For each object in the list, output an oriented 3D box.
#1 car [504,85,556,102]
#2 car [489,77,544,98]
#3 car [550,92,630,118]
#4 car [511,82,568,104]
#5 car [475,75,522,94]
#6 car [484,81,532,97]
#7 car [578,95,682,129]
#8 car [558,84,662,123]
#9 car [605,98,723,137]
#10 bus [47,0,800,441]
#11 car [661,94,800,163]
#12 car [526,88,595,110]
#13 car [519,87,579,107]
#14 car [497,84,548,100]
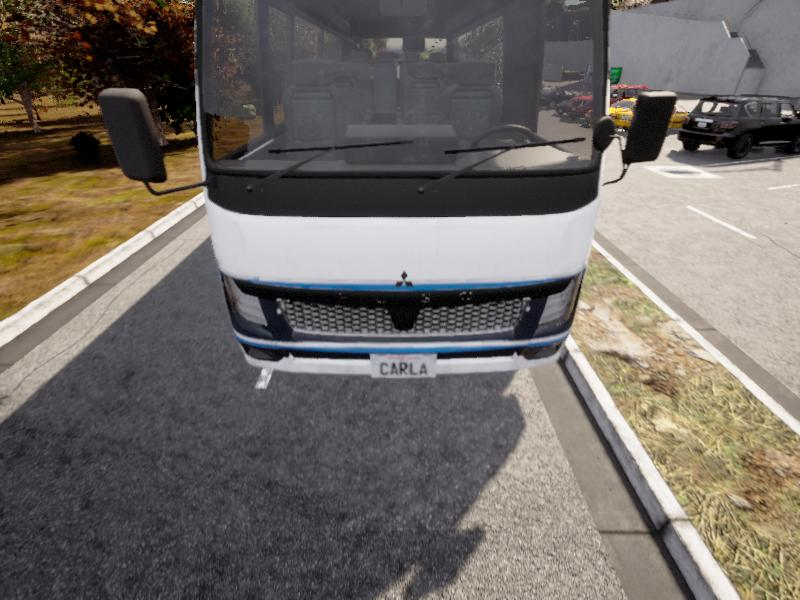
[{"bbox_3d":[13.578,-21.614,41.844,4.674,1.452,2.002,-10,32,-18],"label":"car"},{"bbox_3d":[13.576,-24.903,46.900,5.566,2.045,2.435,-10,32,-18],"label":"car"},{"bbox_3d":[13.620,-14.117,28.833,4.792,1.488,2.163,-10,32,-18],"label":"car"},{"bbox_3d":[13.622,-20.260,39.174,4.553,1.767,2.185,-10,32,-18],"label":"car"},{"bbox_3d":[13.483,-29.457,54.639,5.566,2.045,2.435,-10,33,-18],"label":"car"},{"bbox_3d":[13.362,-26.171,49.548,5.366,1.575,1.946,-10,32,-18],"label":"car"},{"bbox_3d":[13.500,-11.120,23.570,5.366,1.575,1.946,-10,32,-18],"label":"car"},{"bbox_3d":[13.640,-12.859,26.091,5.566,2.045,2.435,-10,32,-18],"label":"car"},{"bbox_3d":[13.861,-9.680,21.094,5.366,1.575,1.946,-10,32,-18],"label":"car"},{"bbox_3d":[0.101,-3.122,7.107,3.944,4.253,10.273,0,30,-1],"label":"bus"},{"bbox_3d":[13.744,-6.860,15.733,5.566,2.045,2.435,-10,32,-18],"label":"car"},{"bbox_3d":[13.611,-17.145,34.032,5.008,1.535,2.097,-10,31,-18],"label":"car"},{"bbox_3d":[13.606,-18.610,36.651,4.674,1.452,2.002,-10,32,-18],"label":"car"},{"bbox_3d":[13.587,-23.148,44.452,4.792,1.488,2.163,-10,32,-18],"label":"car"}]
